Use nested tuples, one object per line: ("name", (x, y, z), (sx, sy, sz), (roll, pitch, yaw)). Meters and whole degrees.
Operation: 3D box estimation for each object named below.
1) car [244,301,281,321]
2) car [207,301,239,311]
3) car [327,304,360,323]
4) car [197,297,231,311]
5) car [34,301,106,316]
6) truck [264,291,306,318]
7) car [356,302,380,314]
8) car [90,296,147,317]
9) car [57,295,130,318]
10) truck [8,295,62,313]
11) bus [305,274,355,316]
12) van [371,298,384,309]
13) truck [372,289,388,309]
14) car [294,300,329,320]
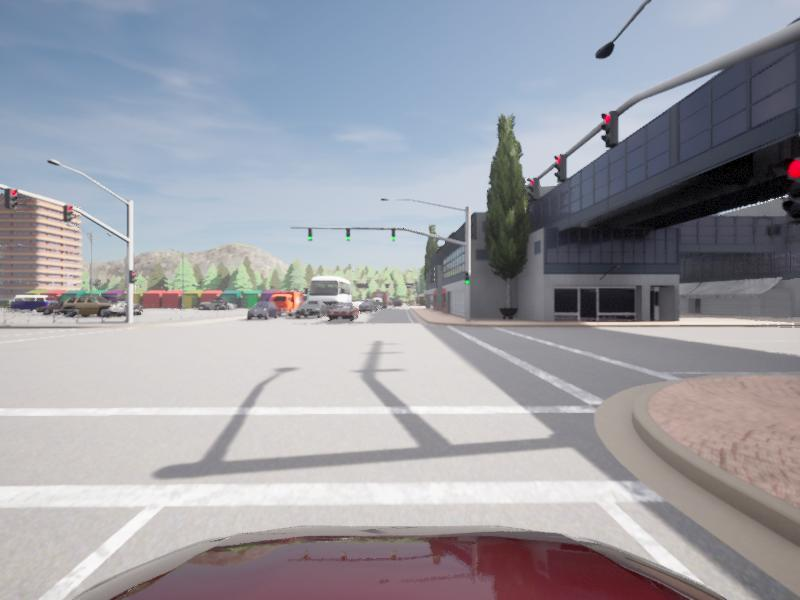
("car", (-11.336, 0.871, 33.159), (1.845, 1.501, 3.633), (0, 0, -1))
("car", (-26.131, 0.818, 59.070), (3.806, 1.475, 1.970), (0, 0, -1))
("car", (-4.358, 0.986, 31.294), (1.895, 1.301, 4.718), (0, 0, 0))
("car", (-26.087, 0.574, 56.175), (3.866, 1.878, 1.905), (0, 0, -1))
("car", (-32.171, 0.784, 39.150), (5.357, 1.415, 2.033), (0, 0, -1))
("truck", (-11.360, 0.411, 39.955), (2.627, 2.467, 5.204), (0, 0, 0))
("car", (-4.047, 0.965, 51.655), (2.033, 1.411, 5.357), (0, 0, 8))
("car", (-25.680, 0.548, 36.556), (3.866, 1.878, 1.905), (0, 0, -1))
("car", (-25.680, 0.541, 33.661), (4.605, 1.855, 1.932), (0, 0, -1))
("truck", (-43.392, 0.464, 47.609), (4.478, 2.038, 2.069), (0, 0, -1))
("bus", (-7.706, -0.472, 45.947), (3.944, 4.253, 10.273), (0, 0, 0))
("van", (-4.125, 0.675, 74.192), (2.069, 2.038, 4.480), (0, 0, 0))
("truck", (-4.066, -0.210, 83.837), (2.891, 3.827, 8.468), (0, 0, 0))
("car", (-7.871, 0.829, 36.094), (2.152, 1.651, 5.027), (0, 0, -1))
